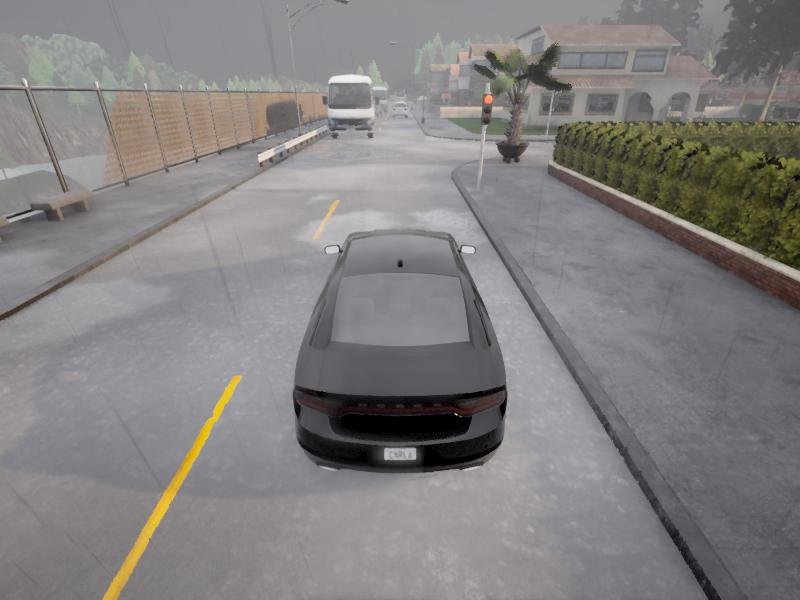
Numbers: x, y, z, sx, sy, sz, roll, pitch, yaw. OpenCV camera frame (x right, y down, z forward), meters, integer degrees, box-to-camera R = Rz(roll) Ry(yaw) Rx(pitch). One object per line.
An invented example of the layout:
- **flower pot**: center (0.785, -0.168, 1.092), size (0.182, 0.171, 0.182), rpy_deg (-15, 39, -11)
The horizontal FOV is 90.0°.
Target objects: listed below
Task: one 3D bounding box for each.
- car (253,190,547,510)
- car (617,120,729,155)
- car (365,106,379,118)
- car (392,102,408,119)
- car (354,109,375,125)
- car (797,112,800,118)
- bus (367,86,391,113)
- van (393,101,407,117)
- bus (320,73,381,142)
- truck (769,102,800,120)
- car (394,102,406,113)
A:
- **car**: center (0.002, -0.110, 5.141), size (1.882, 1.535, 5.008), rpy_deg (0, 27, 0)
- **car**: center (15.545, -9.391, 23.049), size (4.611, 1.667, 2.242), rpy_deg (0, 27, 0)
- **car**: center (-3.985, -27.087, 57.607), size (1.789, 1.549, 3.705), rpy_deg (0, 27, 0)
- **car**: center (0.015, -27.116, 57.126), size (2.150, 2.045, 5.566), rpy_deg (0, 27, 0)
- **car**: center (-3.990, -20.833, 45.525), size (1.970, 1.475, 3.806), rpy_deg (0, 27, 0)
- **car**: center (57.544, -25.477, 54.365), size (2.033, 1.649, 4.856), rpy_deg (0, 27, 0)
- **bus**: center (-3.859, -37.756, 75.403), size (3.944, 4.253, 10.273), rpy_deg (0, 27, 0)
- **van**: center (0.016, -30.108, 62.957), size (2.069, 2.038, 4.480), rpy_deg (0, 27, 0)
- **bus**: center (-3.632, -15.501, 32.125), size (3.944, 4.253, 10.273), rpy_deg (-2, 27, -3)
- **truck**: center (53.543, -25.248, 53.421), size (2.390, 2.098, 6.274), rpy_deg (0, 27, 0)
- **car**: center (0.020, -37.240, 77.379), size (2.242, 1.667, 4.611), rpy_deg (0, 27, 0)
